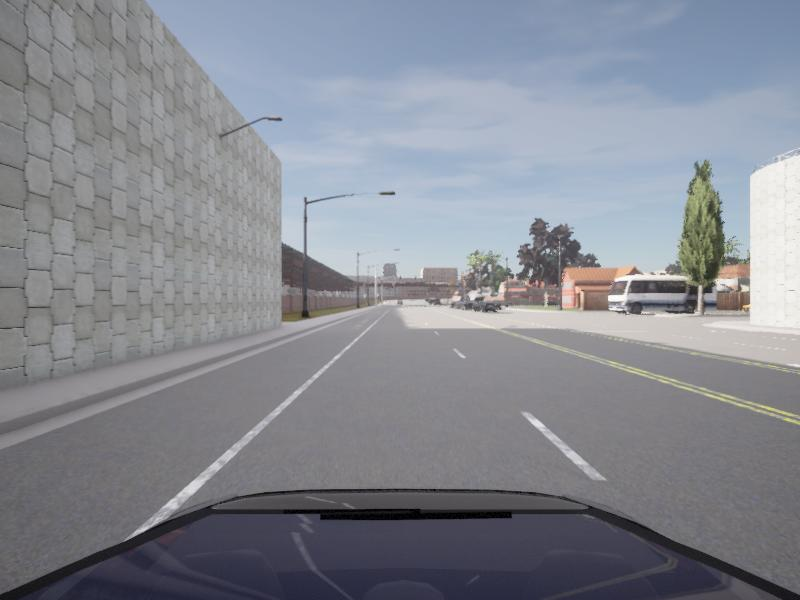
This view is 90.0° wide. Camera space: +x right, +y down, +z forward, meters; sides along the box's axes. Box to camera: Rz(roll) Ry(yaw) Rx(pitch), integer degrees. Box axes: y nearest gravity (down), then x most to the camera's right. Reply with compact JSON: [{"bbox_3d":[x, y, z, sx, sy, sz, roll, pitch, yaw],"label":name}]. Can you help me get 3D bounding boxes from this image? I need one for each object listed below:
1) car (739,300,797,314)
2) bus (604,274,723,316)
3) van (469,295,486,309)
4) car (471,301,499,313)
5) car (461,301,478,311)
[{"bbox_3d":[43.095,0.838,46.925,5.008,1.535,1.882,-1,0,-1],"label":"car"},{"bbox_3d":[28.110,-0.519,43.168,10.273,4.253,3.944,0,0,-1],"label":"bus"},{"bbox_3d":[14.010,0.345,73.077,1.988,2.561,5.915,0,0,0],"label":"van"},{"bbox_3d":[10.799,0.845,51.124,2.007,1.525,4.514,0,0,-8],"label":"car"},{"bbox_3d":[10.526,0.861,60.854,1.837,1.490,4.892,0,-1,0],"label":"car"}]
